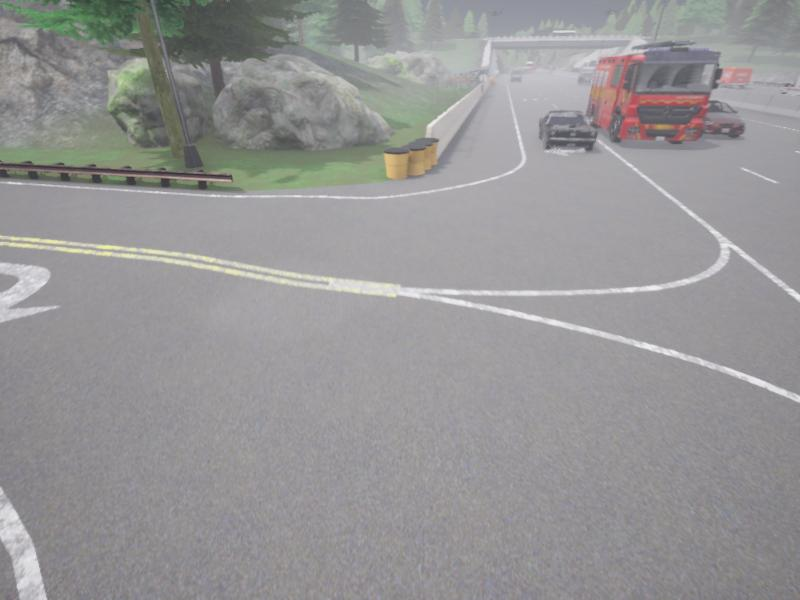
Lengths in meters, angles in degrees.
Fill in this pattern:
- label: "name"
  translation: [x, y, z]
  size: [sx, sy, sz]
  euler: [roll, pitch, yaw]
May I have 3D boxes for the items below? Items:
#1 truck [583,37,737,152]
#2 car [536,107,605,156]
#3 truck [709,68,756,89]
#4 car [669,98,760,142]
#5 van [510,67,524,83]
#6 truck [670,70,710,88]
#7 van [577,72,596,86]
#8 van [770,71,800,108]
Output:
- label: "truck"
  translation: [11.243, -9.757, 18.725]
  size: [2.891, 3.827, 8.468]
  euler: [6, 31, 11]
- label: "car"
  translation: [7.118, -7.370, 17.212]
  size: [1.895, 1.301, 4.718]
  euler: [6, 31, 11]
- label: "truck"
  translation: [45.601, -30.521, 55.028]
  size: [2.627, 2.467, 5.204]
  euler: [6, 31, 11]
- label: "car"
  translation: [14.946, -8.800, 19.360]
  size: [1.816, 1.474, 4.193]
  euler: [7, 31, 12]
- label: "van"
  translation: [23.019, -44.345, 78.879]
  size: [1.988, 2.561, 5.915]
  euler: [6, 31, 11]
- label: "truck"
  translation: [43.230, -33.115, 59.862]
  size: [2.390, 2.098, 6.274]
  euler: [6, 31, 11]
- label: "van"
  translation: [30.150, -35.850, 64.846]
  size: [1.775, 1.987, 4.442]
  euler: [6, 31, 11]
- label: "van"
  translation: [32.206, -16.202, 30.807]
  size: [2.351, 2.431, 6.366]
  euler: [6, 31, 11]
